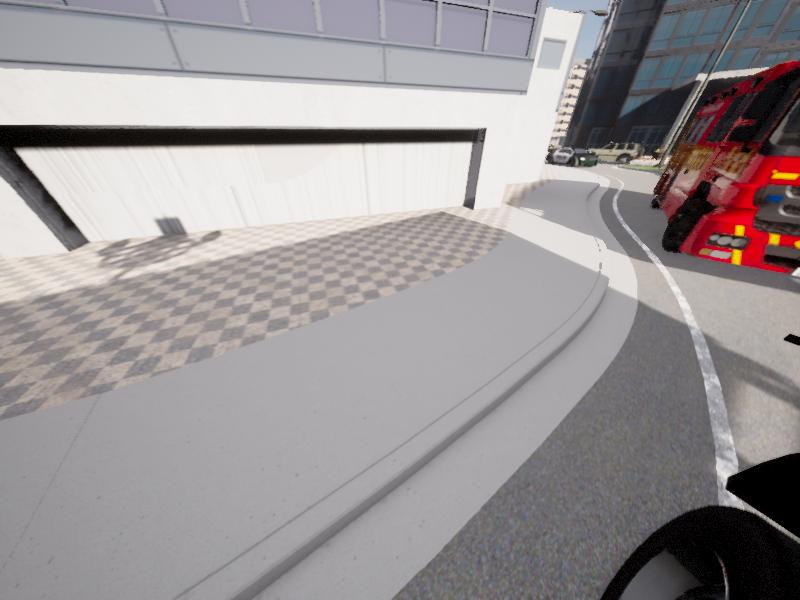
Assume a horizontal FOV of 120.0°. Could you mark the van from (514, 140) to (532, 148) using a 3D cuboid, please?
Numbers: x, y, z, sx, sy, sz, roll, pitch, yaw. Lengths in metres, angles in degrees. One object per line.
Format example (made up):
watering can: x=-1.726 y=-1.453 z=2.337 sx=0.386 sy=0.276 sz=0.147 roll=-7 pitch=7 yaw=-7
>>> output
van: x=38.677 y=-49.147 z=72.728 sx=4.442 sy=1.987 sz=1.775 roll=-11 pitch=36 yaw=-16

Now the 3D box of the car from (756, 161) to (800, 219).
car: x=15.027 y=-3.931 z=8.190 sx=4.181 sy=1.385 sz=1.994 roll=-28 pitch=43 yaw=-33

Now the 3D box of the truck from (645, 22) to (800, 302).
truck: x=9.127 y=-3.510 z=5.516 sx=2.891 sy=3.827 sz=8.468 roll=24 pitch=42 yaw=31

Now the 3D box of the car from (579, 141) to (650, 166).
car: x=21.440 y=-14.894 z=23.335 sx=1.932 sy=1.855 sz=4.605 roll=-26 pitch=43 yaw=-30

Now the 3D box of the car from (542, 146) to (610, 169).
car: x=16.183 y=-13.463 z=21.655 sx=2.038 sy=1.542 sz=4.974 roll=-5 pitch=35 yaw=-7
